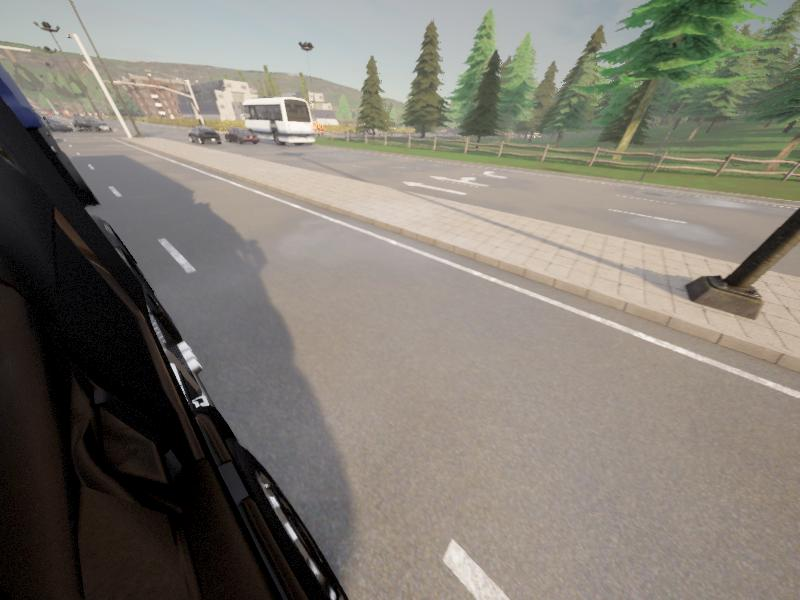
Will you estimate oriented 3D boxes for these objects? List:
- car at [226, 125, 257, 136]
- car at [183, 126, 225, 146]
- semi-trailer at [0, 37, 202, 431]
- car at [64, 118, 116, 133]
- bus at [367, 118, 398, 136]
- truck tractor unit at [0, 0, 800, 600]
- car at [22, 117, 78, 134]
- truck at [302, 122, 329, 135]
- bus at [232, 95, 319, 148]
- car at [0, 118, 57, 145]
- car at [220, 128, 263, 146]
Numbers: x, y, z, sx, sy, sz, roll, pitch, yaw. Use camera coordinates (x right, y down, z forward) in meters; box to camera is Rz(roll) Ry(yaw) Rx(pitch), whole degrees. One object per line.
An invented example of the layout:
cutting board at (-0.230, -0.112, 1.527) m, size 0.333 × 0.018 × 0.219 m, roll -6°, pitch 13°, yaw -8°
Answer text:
car at (-29.394, -31.429, 42.859) m, size 1.994 × 1.385 × 4.181 m, roll 30°, pitch 45°, yaw 32°
car at (-21.136, -17.725, 24.887) m, size 4.892 × 1.490 × 1.837 m, roll 27°, pitch 43°, yaw 29°
semi-trailer at (-8.743, -3.562, 4.202) m, size 14.254 × 4.402 × 2.717 m, roll 28°, pitch 43°, yaw 29°
car at (-45.500, -25.689, 34.002) m, size 4.856 × 1.649 × 2.033 m, roll 8°, pitch 37°, yaw 8°
bus at (-5.388, -55.207, 73.719) m, size 3.944 × 4.253 × 10.273 m, roll 28°, pitch 44°, yaw 30°
truck tractor unit at (-2.645, -0.295, 0.351) m, size 6.516 × 4.208 × 3.053 m, roll 28°, pitch 44°, yaw 30°
car at (-46.573, -23.279, 30.790) m, size 4.974 × 1.542 × 2.038 m, roll 12°, pitch 37°, yaw 12°
truck at (-20.221, -41.101, 55.442) m, size 2.627 × 2.467 × 5.204 m, roll 28°, pitch 44°, yaw 30°
bus at (-14.596, -20.781, 27.062) m, size 10.273 × 4.253 × 3.944 m, roll 27°, pitch 43°, yaw 29°
car at (-31.801, -14.419, 19.720) m, size 5.027 × 1.651 × 2.152 m, roll 27°, pitch 43°, yaw 30°
car at (-18.391, -18.968, 26.798) m, size 5.357 × 1.411 × 2.033 m, roll 27°, pitch 43°, yaw 29°
